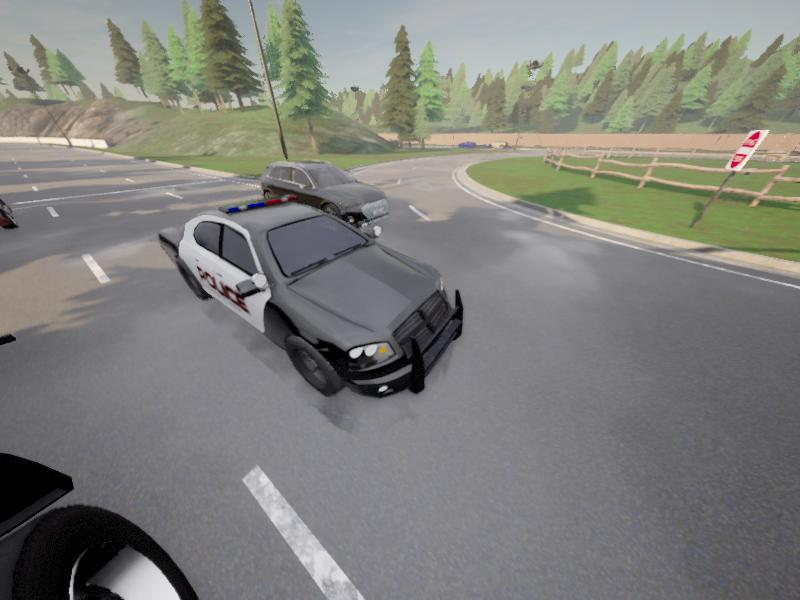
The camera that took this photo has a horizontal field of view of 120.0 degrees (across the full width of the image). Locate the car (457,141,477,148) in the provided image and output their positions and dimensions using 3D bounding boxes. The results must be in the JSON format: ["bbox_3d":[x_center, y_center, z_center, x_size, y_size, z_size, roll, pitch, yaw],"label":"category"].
[{"bbox_3d":[17.467,-40.522,60.185,4.514,1.525,2.007,22,41,28],"label":"car"}]

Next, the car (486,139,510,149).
[{"bbox_3d":[23.884,-38.089,56.444,4.605,1.855,1.932,22,41,28],"label":"car"}]

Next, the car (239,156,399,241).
[{"bbox_3d":[-2.599,-3.516,7.438,4.856,1.649,2.033,22,41,28],"label":"car"}]

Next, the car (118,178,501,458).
[{"bbox_3d":[-1.549,-0.582,3.383,4.974,1.542,2.038,22,41,28],"label":"car"}]

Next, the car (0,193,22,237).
[{"bbox_3d":[-12.794,-2.651,6.332,4.181,1.385,1.994,22,41,28],"label":"car"}]
